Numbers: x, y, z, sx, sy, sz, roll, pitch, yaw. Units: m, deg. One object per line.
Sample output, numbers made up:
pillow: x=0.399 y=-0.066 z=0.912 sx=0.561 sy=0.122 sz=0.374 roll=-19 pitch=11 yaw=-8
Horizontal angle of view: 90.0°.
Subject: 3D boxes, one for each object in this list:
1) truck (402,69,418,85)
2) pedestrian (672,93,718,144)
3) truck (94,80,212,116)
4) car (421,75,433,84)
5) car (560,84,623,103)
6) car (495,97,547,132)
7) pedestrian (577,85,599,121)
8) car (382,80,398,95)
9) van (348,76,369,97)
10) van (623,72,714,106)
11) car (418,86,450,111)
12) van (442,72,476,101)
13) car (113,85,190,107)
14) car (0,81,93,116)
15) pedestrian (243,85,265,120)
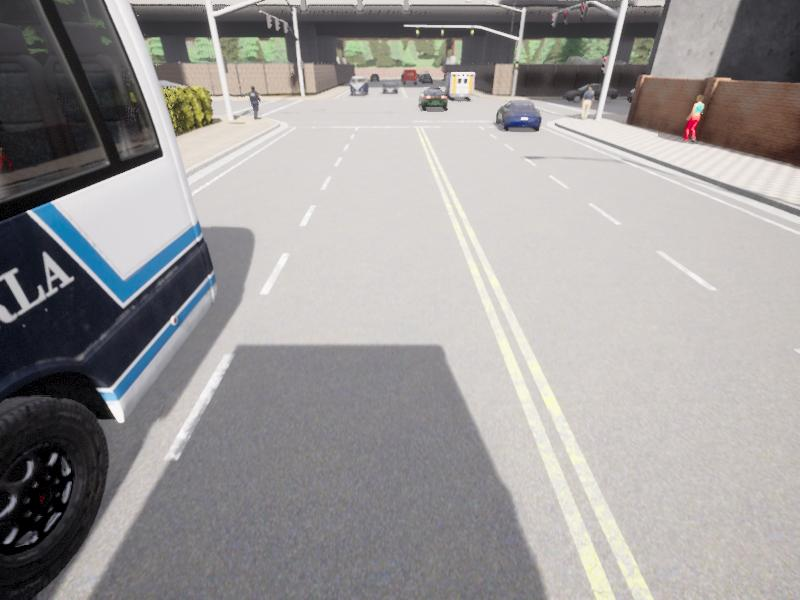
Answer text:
truck: x=1.826 y=-41.145 z=73.819 sx=2.627 sy=2.467 sz=5.204 roll=0 pitch=30 yaw=-1
pedestrian: x=12.428 y=-7.659 z=16.899 sx=0.751 sy=1.860 sz=0.751 roll=-2 pitch=30 yaw=-3
truck: x=-17.070 y=-14.194 z=28.024 sx=6.274 sy=2.098 sz=2.390 roll=0 pitch=30 yaw=-1
car: x=5.258 y=-42.716 z=77.576 sx=1.994 sy=1.385 sz=4.181 roll=0 pitch=30 yaw=-1
car: x=17.960 y=-19.490 z=37.715 sx=4.892 sy=1.490 sz=1.837 roll=0 pitch=30 yaw=0
car: x=6.704 y=-10.553 z=22.671 sx=1.994 sy=1.385 sz=4.181 roll=3 pitch=30 yaw=4
pedestrian: x=11.211 y=-11.794 z=23.912 sx=0.751 sy=1.860 sz=0.751 roll=10 pitch=32 yaw=16
car: x=-1.208 y=-26.321 z=49.514 sx=1.812 sy=1.442 sz=4.674 roll=0 pitch=30 yaw=-1
van: x=-4.752 y=-24.904 z=46.553 sx=1.775 sy=1.987 sz=4.442 roll=1 pitch=30 yaw=1
van: x=22.976 y=-18.196 z=34.479 sx=5.915 sy=2.561 sz=1.988 roll=0 pitch=30 yaw=-1
car: x=2.643 y=-16.310 z=32.272 sx=2.038 sy=1.542 sz=4.974 roll=-1 pitch=30 yaw=-1
van: x=5.965 y=-22.072 z=41.252 sx=2.351 sy=2.431 sz=6.366 roll=0 pitch=30 yaw=-1
car: x=-21.126 y=-17.452 z=34.148 sx=4.974 sy=1.542 sz=2.038 roll=0 pitch=30 yaw=-1
car: x=-25.354 y=-14.114 z=27.927 sx=5.566 sy=2.045 sz=2.150 roll=0 pitch=30 yaw=-1
pedestrian: x=-8.742 y=-11.860 z=24.016 sx=0.751 sy=1.860 sz=0.751 roll=-2 pitch=30 yaw=-4
